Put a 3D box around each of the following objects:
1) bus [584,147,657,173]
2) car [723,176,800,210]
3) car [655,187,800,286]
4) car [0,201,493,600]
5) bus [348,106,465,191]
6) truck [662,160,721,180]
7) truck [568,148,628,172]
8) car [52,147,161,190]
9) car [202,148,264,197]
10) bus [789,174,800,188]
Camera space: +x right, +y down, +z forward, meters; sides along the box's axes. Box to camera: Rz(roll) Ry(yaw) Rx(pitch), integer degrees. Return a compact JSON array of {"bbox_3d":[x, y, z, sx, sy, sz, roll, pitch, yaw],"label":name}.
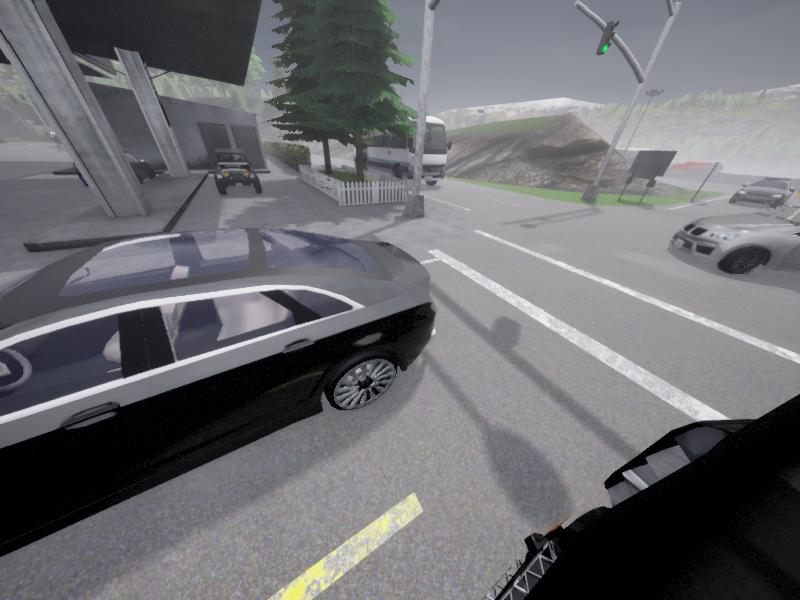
[{"bbox_3d":[48.345,-31.324,51.384,3.944,4.253,10.273,-16,38,-26],"label":"bus"},{"bbox_3d":[23.824,-7.060,15.048,4.974,1.542,2.038,-16,38,-26],"label":"car"},{"bbox_3d":[10.021,-1.424,5.517,4.611,1.667,2.242,17,36,20],"label":"car"},{"bbox_3d":[-1.949,0.338,1.920,4.902,1.511,2.128,-16,38,-26],"label":"car"},{"bbox_3d":[-0.335,-11.898,18.344,3.944,4.253,10.273,-16,38,-26],"label":"bus"},{"bbox_3d":[49.171,-22.112,39.178,2.627,2.467,5.204,-16,37,-26],"label":"truck"},{"bbox_3d":[41.825,-30.018,49.298,2.891,3.827,8.468,-16,38,-26],"label":"truck"},{"bbox_3d":[-15.821,-7.473,12.935,2.242,1.667,4.611,-16,38,-26],"label":"car"},{"bbox_3d":[-8.742,-6.876,12.283,1.905,1.878,3.866,-16,38,-26],"label":"car"},{"bbox_3d":[59.940,-15.914,29.072,3.944,4.253,10.273,-16,38,-26],"label":"bus"}]
